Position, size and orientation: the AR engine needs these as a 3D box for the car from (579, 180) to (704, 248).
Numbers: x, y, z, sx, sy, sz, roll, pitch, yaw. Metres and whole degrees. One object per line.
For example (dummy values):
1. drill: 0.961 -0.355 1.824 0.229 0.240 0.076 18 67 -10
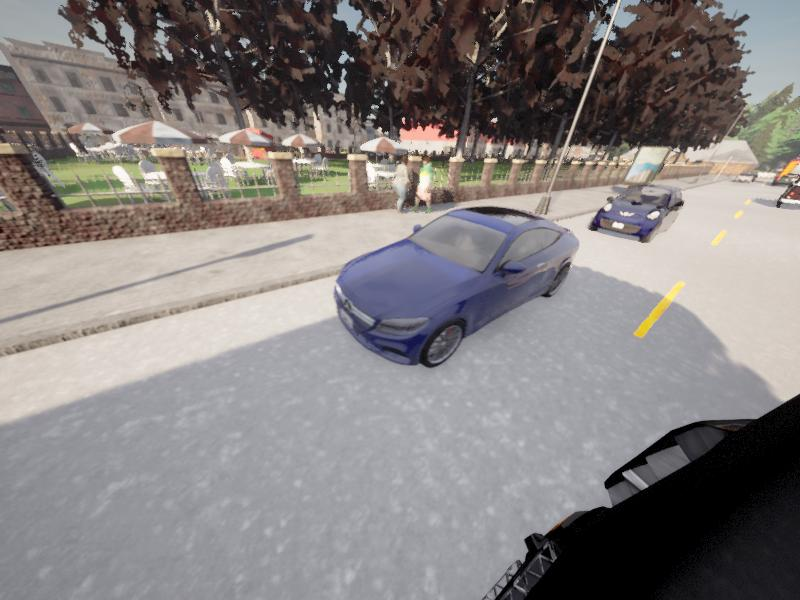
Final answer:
1. car: 8.357 -3.138 8.009 3.633 1.501 1.845 -20 40 -30

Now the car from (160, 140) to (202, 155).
1. car: -29.221 -20.399 30.978 3.806 1.475 1.970 -20 40 -31

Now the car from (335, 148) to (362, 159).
1. car: -9.537 -27.424 43.153 4.514 1.525 2.007 -19 40 -30

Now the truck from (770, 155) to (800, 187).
1. truck: 59.804 -19.366 34.654 8.468 3.827 2.891 -19 40 -30

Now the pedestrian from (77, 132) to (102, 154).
1. pedestrian: -32.392 -16.425 24.147 0.751 1.860 0.751 -19 39 -30

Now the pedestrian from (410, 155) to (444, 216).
1. pedestrian: 0.929 -4.105 8.322 0.751 1.860 0.751 -10 36 -19

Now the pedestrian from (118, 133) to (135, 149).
1. pedestrian: -39.648 -23.032 33.509 0.751 1.860 0.751 -14 37 -24

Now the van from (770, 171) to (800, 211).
1. van: 27.037 -7.181 15.192 4.480 2.038 2.069 -19 40 -30

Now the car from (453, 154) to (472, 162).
1. car: 15.954 -36.190 58.889 4.892 1.490 1.837 -19 40 -30

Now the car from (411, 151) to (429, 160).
1. car: 4.518 -32.375 51.757 3.705 1.549 1.789 -20 40 -30

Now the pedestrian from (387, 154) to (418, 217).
1. pedestrian: 0.048 -3.993 8.081 0.751 1.860 0.751 -13 37 -23

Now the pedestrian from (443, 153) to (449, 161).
1. pedestrian: 9.984 -31.056 50.214 0.751 1.300 0.751 -18 39 -29

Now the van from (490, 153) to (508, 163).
1. van: 28.457 -40.790 66.384 4.480 2.038 2.069 -19 40 -30

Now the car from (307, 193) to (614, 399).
1. car: 1.259 -0.682 3.799 4.674 1.442 1.812 -20 40 -31

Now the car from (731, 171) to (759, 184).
1. car: 52.504 -18.710 35.138 3.633 1.501 1.845 -21 40 -31

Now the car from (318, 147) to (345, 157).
1. car: -13.335 -28.795 44.904 4.514 1.525 2.007 -20 40 -30

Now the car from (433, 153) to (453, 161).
1. car: 11.291 -37.228 60.131 4.902 1.511 2.128 -19 40 -30

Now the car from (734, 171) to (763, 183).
1. car: 58.050 -20.523 38.453 5.357 1.411 2.033 -20 40 -30

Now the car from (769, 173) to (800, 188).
1. car: 53.062 -16.376 31.596 3.988 1.617 1.851 -17 38 -27

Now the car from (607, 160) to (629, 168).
1. car: 64.432 -40.249 68.241 1.905 1.878 3.866 -19 40 -30

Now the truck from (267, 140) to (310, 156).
1. truck: -19.658 -26.853 40.937 6.274 2.098 2.390 -20 40 -30
